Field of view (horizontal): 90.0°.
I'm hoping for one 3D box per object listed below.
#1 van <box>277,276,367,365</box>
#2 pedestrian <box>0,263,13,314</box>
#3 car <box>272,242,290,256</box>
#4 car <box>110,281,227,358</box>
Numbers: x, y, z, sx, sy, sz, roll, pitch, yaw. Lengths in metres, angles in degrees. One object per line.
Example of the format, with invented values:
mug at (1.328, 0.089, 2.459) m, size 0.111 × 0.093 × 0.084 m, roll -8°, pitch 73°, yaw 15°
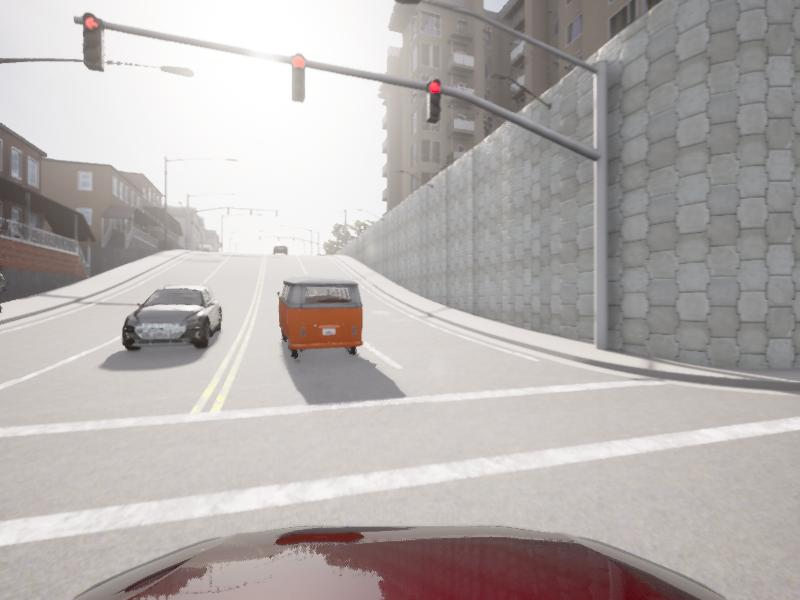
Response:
van at (-2.407, 0.333, 11.339) m, size 1.775 × 1.987 × 4.442 m, roll 0°, pitch 4°, yaw -20°
pedestrian at (-14.969, -0.430, 14.695) m, size 0.751 × 1.860 × 0.751 m, roll 0°, pitch 0°, yaw -5°
car at (-15.703, -6.648, 52.652) m, size 2.128 × 1.511 × 4.902 m, roll 0°, pitch 5°, yaw -17°
car at (-6.584, 0.364, 12.065) m, size 2.033 × 1.649 × 4.856 m, roll 0°, pitch 5°, yaw -17°
